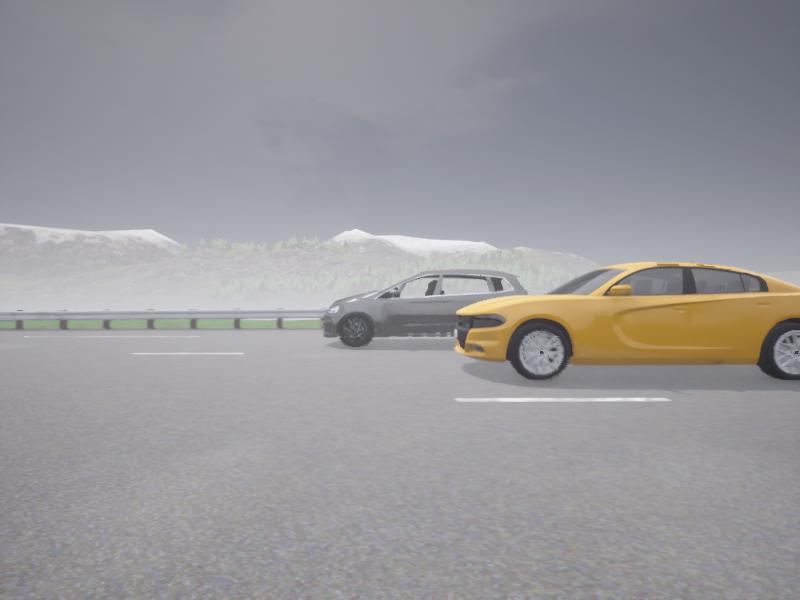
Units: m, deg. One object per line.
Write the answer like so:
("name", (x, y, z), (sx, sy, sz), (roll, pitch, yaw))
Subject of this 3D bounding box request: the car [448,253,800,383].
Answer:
("car", (3.304, 0.215, 5.700), (5.008, 1.535, 1.882), (0, 0, 0))

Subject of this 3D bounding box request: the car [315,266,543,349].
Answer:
("car", (0.585, 0.155, 9.199), (4.611, 1.667, 2.242), (0, 0, 0))
